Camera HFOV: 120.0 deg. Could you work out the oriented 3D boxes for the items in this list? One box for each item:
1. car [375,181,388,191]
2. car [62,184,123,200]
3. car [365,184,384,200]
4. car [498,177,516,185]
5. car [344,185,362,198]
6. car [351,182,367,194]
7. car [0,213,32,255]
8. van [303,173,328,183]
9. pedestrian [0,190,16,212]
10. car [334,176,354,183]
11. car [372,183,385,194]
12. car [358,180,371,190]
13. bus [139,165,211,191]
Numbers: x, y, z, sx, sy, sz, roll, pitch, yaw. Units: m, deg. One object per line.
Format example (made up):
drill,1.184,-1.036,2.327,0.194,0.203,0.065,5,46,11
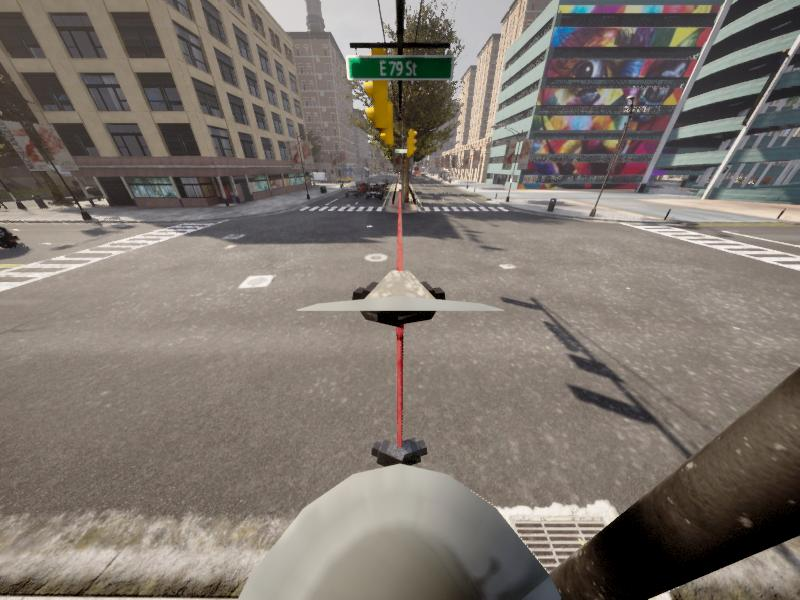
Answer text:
car,-3.663,-22.793,45.972,2.128,1.511,4.902,0,30,0
car,-45.142,-16.058,34.177,1.930,1.638,5.238,0,30,0
car,-3.698,-15.908,33.887,2.242,1.667,4.611,0,30,0
car,27.196,-30.383,58.961,2.161,1.482,4.786,0,30,0
car,-7.151,-16.750,35.573,1.812,1.442,4.674,0,30,0
car,-7.178,-20.111,41.312,2.007,1.525,4.514,0,30,0
car,-23.138,-3.287,11.815,4.605,1.855,1.932,0,30,2
van,-23.913,-34.661,65.502,5.915,2.561,1.988,-1,30,-2
pedestrian,-39.229,-9.690,22.576,0.751,1.860,0.751,-5,30,-8
car,-16.040,-34.559,66.282,5.366,1.575,1.801,-10,31,-16
car,-3.683,-19.398,40.235,1.994,1.385,4.181,0,30,0
car,-7.190,-23.368,46.985,1.837,1.490,4.892,0,30,0
bus,-45.255,-25.181,47.367,3.944,4.253,10.273,0,30,0
